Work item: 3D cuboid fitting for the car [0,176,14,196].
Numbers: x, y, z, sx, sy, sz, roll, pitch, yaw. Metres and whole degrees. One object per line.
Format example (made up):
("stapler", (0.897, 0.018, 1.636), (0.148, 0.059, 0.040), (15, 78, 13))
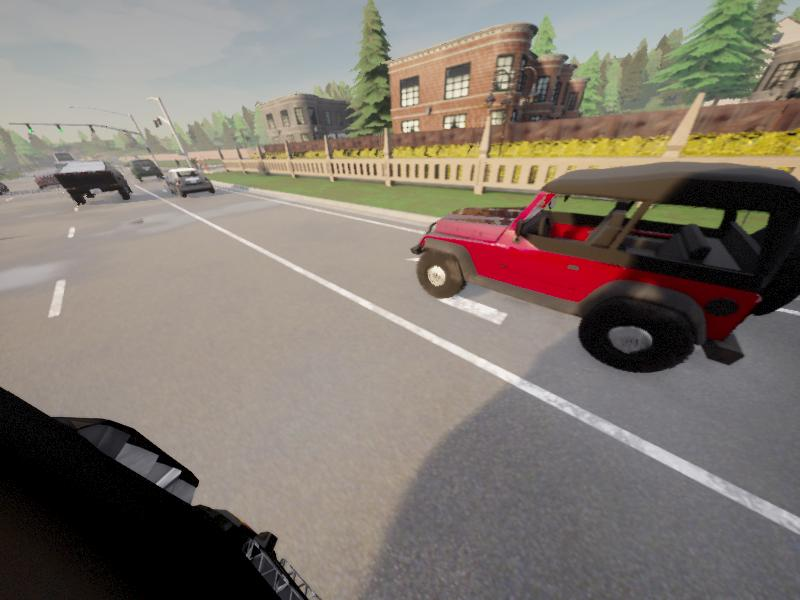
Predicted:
("car", (-36.321, -9.980, 20.155), (4.193, 1.474, 1.816), (24, 42, 34))

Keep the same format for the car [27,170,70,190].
("car", (-36.516, -12.634, 24.136), (4.674, 1.442, 1.812), (24, 42, 34))

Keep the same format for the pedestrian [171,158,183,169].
("pedestrian", (-43.064, -26.420, 44.683), (0.751, 1.860, 0.751), (15, 38, 24))

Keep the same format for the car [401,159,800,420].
("car", (2.145, -0.783, 3.196), (3.866, 1.878, 1.905), (24, 42, 34))

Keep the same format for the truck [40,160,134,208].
("truck", (-19.587, -7.702, 14.938), (2.390, 2.098, 6.274), (-30, 42, -34))

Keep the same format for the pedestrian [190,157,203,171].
("pedestrian", (-32.764, -21.884, 37.164), (0.751, 1.860, 0.751), (27, 44, 37))

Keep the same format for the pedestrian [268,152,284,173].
("pedestrian", (-13.172, -14.545, 24.504), (0.751, 1.860, 0.751), (24, 42, 34))

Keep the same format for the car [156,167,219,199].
("car", (-14.050, -7.814, 15.239), (3.806, 1.475, 1.970), (24, 42, 34))

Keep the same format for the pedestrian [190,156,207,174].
("pedestrian", (-25.270, -16.969, 29.024), (0.751, 1.860, 0.751), (15, 38, 25))

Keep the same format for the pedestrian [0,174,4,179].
("pedestrian", (-67.471, -21.102, 38.378), (0.751, 1.860, 0.751), (26, 44, 36))

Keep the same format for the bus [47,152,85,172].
("bus", (-90.339, -37.608, 62.787), (10.273, 4.253, 3.944), (24, 42, 34))

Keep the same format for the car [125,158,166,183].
("car", (-28.783, -14.714, 26.094), (5.566, 2.045, 2.150), (26, 43, 36))

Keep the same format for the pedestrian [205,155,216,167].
("pedestrian", (-36.729, -26.981, 44.758), (0.751, 1.860, 0.751), (26, 43, 36))

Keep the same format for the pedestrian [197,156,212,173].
("pedestrian", (-25.054, -17.403, 29.652), (0.751, 1.860, 0.751), (-19, 37, -22))
